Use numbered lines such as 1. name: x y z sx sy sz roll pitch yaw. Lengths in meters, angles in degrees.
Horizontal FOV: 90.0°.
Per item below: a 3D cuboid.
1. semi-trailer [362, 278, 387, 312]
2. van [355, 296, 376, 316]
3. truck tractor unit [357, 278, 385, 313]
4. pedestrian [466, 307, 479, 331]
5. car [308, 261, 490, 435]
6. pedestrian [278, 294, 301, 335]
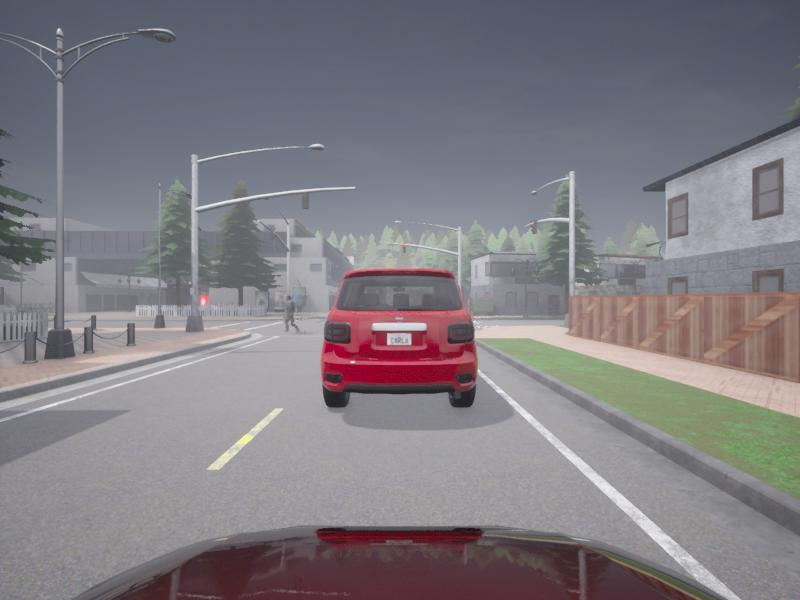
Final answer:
1. semi-trailer: -3.525 -0.620 59.047 2.717 4.402 14.254 0 0 0
2. van: -3.563 0.598 41.977 1.775 1.987 4.442 0 0 0
3. truck tractor unit: -3.568 -0.500 51.129 3.053 4.208 6.516 0 0 0
4. pedestrian: 3.373 0.865 18.621 0.500 1.100 0.500 0 0 -8
5. car: -0.013 0.568 7.496 2.150 2.045 5.566 0 0 0
6. pedestrian: -5.123 0.637 18.576 0.751 1.860 0.751 0 0 11
